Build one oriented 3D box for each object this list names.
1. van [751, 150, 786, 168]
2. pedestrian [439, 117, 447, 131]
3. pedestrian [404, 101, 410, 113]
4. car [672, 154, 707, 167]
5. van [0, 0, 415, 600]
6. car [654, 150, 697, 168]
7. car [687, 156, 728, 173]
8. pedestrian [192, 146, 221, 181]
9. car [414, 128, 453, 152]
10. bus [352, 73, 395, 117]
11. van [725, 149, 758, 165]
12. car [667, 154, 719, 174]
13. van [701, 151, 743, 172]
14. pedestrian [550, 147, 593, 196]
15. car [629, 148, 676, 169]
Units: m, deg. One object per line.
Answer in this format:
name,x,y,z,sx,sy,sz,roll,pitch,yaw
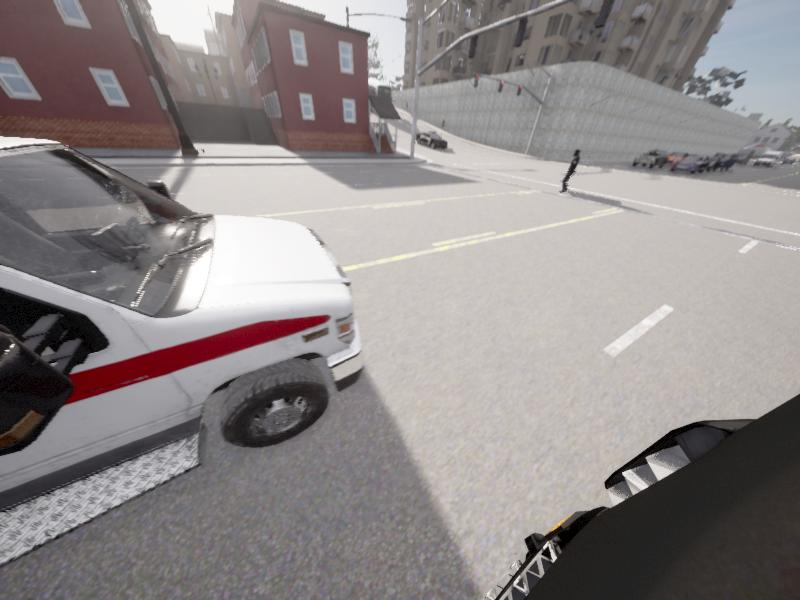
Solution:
van,69.905,-26.725,43.829,5.915,2.561,1.988,-17,41,-26
pedestrian,7.502,-30.687,40.315,0.751,1.860,0.751,-17,41,-26
pedestrian,1.466,-39.295,47.070,0.751,1.860,0.751,-20,42,-28
car,41.925,-20.217,33.457,4.193,1.474,1.816,-17,41,-26
van,-3.360,0.319,0.782,6.366,2.431,2.351,-17,41,-26
car,36.495,-18.701,30.650,4.553,1.767,2.097,-17,41,-26
car,36.754,-16.275,27.604,3.633,1.501,1.845,-17,41,-26
pedestrian,-12.375,-8.729,14.806,0.751,1.860,0.751,-14,40,-23
car,4.023,-20.030,28.800,1.930,1.638,5.238,-17,46,-26
bus,-5.388,-38.962,43.821,3.944,4.253,10.273,-17,54,-26
van,68.715,-28.766,46.493,5.915,2.561,1.988,-17,41,-26
car,31.751,-14.797,25.076,4.856,1.649,2.033,-17,41,-26
van,41.665,-17.940,29.910,4.442,1.987,1.775,-17,41,-25
pedestrian,7.926,-5.968,10.749,0.751,1.860,0.751,-27,46,-35
car,29.838,-16.719,27.301,4.605,1.855,1.932,-17,41,-26
